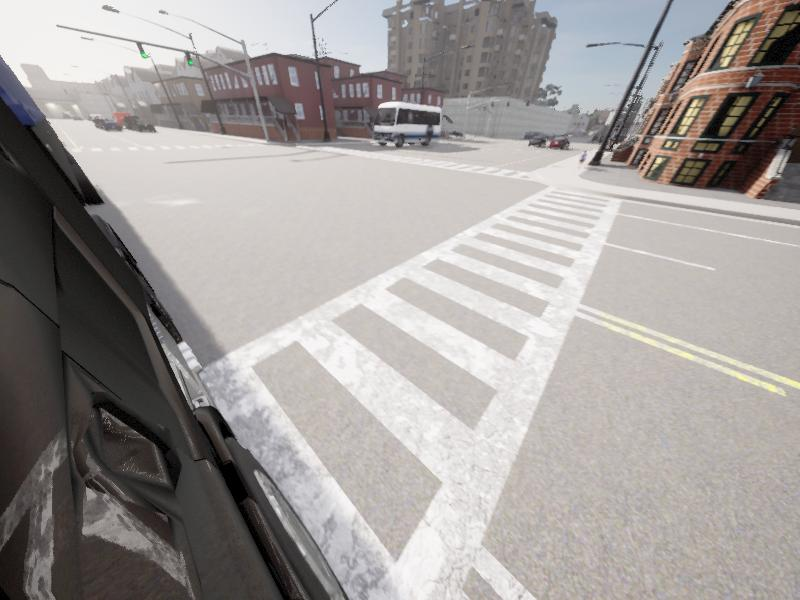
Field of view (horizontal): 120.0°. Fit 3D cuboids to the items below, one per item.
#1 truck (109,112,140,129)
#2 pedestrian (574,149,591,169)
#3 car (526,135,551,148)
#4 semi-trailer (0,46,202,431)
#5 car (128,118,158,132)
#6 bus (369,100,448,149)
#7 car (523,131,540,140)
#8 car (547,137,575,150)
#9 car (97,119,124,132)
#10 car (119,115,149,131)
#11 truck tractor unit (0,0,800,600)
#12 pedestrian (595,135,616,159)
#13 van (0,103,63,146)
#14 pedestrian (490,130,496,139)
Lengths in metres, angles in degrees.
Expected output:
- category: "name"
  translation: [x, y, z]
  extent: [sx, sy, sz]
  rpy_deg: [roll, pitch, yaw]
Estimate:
- category: "truck"
  translation: [-54.191, -35.245, 45.402]
  extent: [5.204, 2.467, 2.627]
  rpy_deg: [30, 45, 30]
- category: "pedestrian"
  translation: [12.393, -9.577, 15.684]
  extent: [0.500, 1.100, 0.500]
  rpy_deg: [20, 41, 22]
- category: "car"
  translation: [22.693, -25.931, 37.769]
  extent: [2.128, 1.511, 4.902]
  rpy_deg: [28, 44, 30]
- category: "semi-trailer"
  translation: [-8.706, -3.587, 4.239]
  extent: [14.254, 4.402, 2.717]
  rpy_deg: [28, 44, 30]
- category: "car"
  translation: [-42.042, -28.587, 37.760]
  extent: [4.553, 1.767, 2.097]
  rpy_deg: [28, 44, 30]
- category: "bus"
  translation: [1.316, -21.910, 29.101]
  extent: [3.944, 4.253, 10.273]
  rpy_deg: [28, 44, 30]
- category: "car"
  translation: [36.127, -45.272, 63.570]
  extent: [2.150, 2.045, 5.566]
  rpy_deg: [28, 44, 30]
- category: "car"
  translation: [24.681, -24.069, 35.433]
  extent: [2.163, 1.488, 4.792]
  rpy_deg: [30, 45, 32]
- category: "car"
  translation: [-46.715, -28.168, 37.259]
  extent: [4.674, 1.442, 1.812]
  rpy_deg: [28, 44, 30]
- category: "car"
  translation: [-47.578, -31.626, 41.285]
  extent: [5.566, 2.045, 2.150]
  rpy_deg: [28, 44, 30]
- category: "truck tractor unit"
  translation: [-2.645, -0.295, 0.351]
  extent: [6.516, 4.208, 3.053]
  rpy_deg: [28, 44, 30]
- category: "pedestrian"
  translation: [20.007, -14.920, 22.500]
  extent: [0.751, 1.860, 0.751]
  rpy_deg: [30, 45, 31]
- category: "van"
  translation: [-30.721, -14.561, 19.183]
  extent: [5.915, 2.561, 1.988]
  rpy_deg: [28, 44, 30]
- category: "pedestrian"
  translation: [23.974, -42.771, 59.753]
  extent: [0.751, 1.860, 0.751]
  rpy_deg: [-27, 46, -33]
